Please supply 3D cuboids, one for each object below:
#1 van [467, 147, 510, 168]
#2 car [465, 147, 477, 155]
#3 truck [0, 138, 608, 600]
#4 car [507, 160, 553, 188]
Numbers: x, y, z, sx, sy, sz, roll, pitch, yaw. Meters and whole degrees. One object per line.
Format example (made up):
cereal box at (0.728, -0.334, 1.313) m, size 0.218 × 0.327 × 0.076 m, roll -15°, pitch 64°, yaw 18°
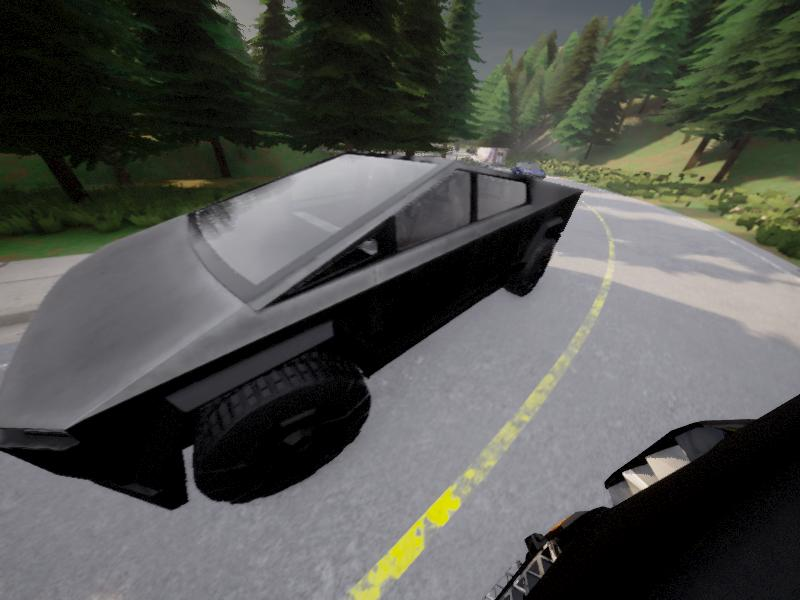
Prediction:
van at (13.298, -21.914, 35.431) m, size 2.351 × 2.431 × 6.366 m, roll -10°, pitch 36°, yaw -19°
car at (20.170, -42.440, 65.568) m, size 1.994 × 1.385 × 4.181 m, roll 1°, pitch 38°, yaw -3°
truck at (0.208, -0.764, 3.183) m, size 6.274 × 2.098 × 2.390 m, roll -26°, pitch 43°, yaw -36°
car at (10.409, -10.462, 18.941) m, size 1.882 × 1.535 × 5.008 m, roll 10°, pitch 34°, yaw 9°
